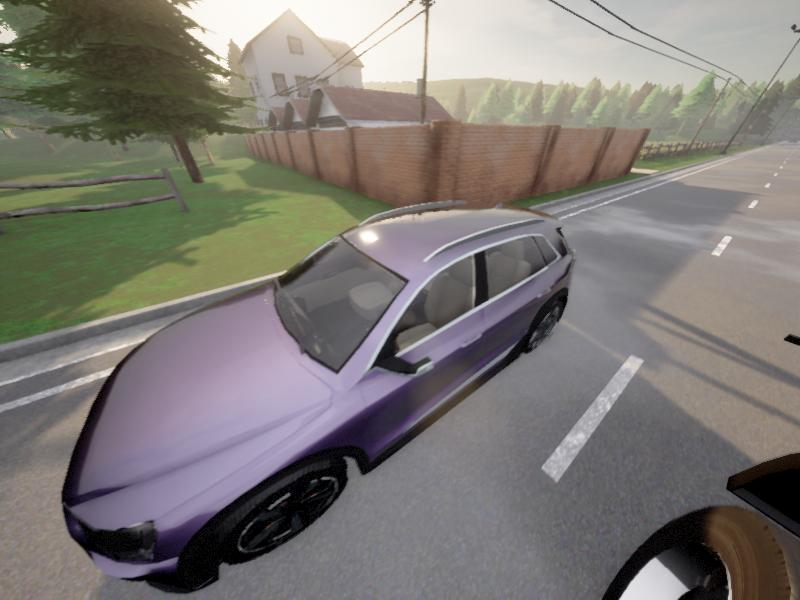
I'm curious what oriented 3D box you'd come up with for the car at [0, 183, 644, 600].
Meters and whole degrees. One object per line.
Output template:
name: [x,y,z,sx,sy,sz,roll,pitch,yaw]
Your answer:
car: [0.053,-0.003,2.498,4.856,1.649,2.033,-22,41,-28]
